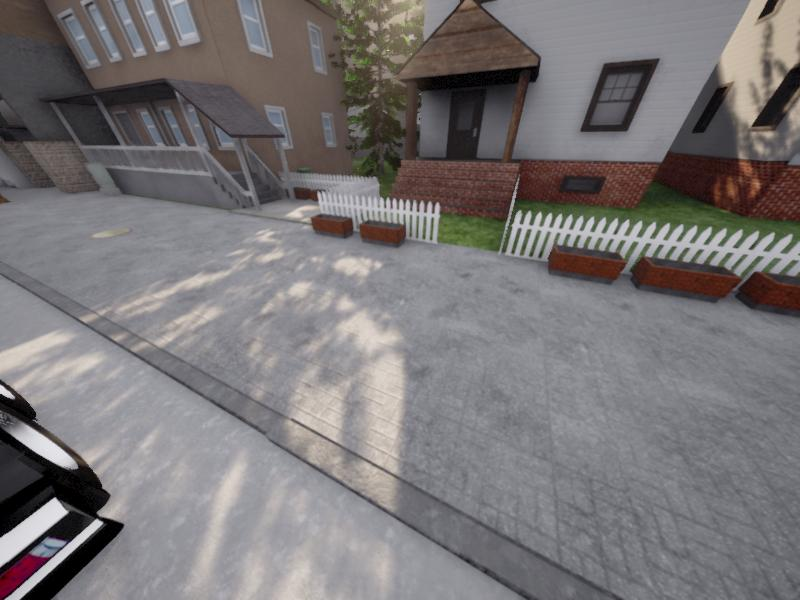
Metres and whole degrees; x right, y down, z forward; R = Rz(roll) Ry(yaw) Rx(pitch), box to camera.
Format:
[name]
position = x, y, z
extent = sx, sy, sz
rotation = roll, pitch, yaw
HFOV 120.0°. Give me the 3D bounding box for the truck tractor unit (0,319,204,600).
[truck tractor unit]
position = -5.197, -0.205, 0.637
extent = 6.516, 4.208, 3.053
rotation = 15, 38, 20
